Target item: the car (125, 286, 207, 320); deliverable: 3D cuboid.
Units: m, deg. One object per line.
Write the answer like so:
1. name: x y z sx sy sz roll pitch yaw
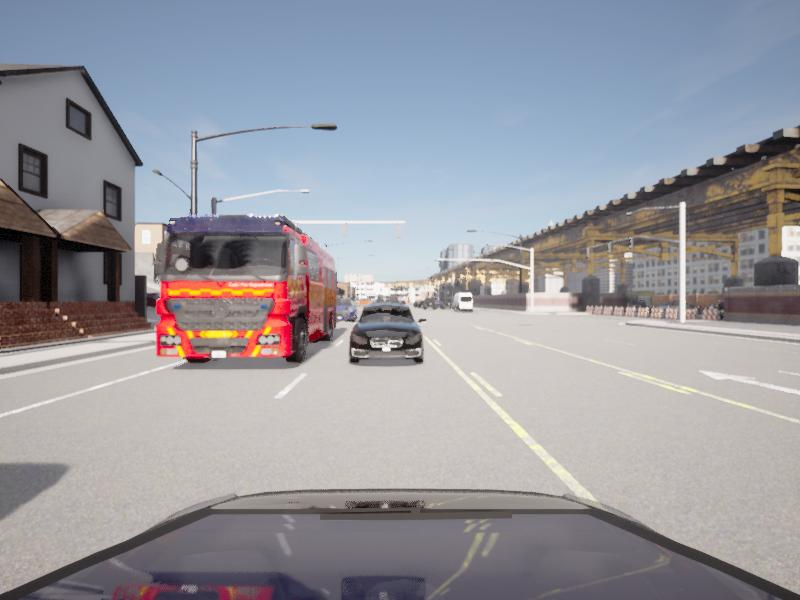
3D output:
1. car: -19.289 0.249 33.182 5.357 1.411 2.033 15 -1 -3

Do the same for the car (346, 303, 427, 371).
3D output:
1. car: -0.381 0.853 11.474 1.837 1.490 4.892 0 0 -2

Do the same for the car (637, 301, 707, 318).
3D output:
1. car: 25.288 0.821 37.369 2.038 1.542 4.974 0 0 -38

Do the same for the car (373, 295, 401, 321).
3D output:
1. car: -1.058 0.594 33.768 2.150 2.045 5.566 0 0 -1

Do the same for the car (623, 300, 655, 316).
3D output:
1. car: 25.138 0.824 41.974 2.038 1.542 4.974 0 0 42

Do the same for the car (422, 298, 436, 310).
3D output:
1. car: 4.912 0.693 67.810 1.905 1.878 3.866 0 0 -2

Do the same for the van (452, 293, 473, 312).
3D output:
1. van: 8.759 0.362 56.501 1.988 2.561 5.915 0 0 -2

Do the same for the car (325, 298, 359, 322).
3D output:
1. car: -4.500 0.723 31.631 2.097 1.767 4.553 0 0 -2

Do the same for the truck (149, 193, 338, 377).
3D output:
1. truck: -3.925 -0.311 12.615 2.891 3.827 8.468 0 0 -2

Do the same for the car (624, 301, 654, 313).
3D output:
1. car: 25.172 0.667 42.013 1.853 1.218 4.536 0 0 42

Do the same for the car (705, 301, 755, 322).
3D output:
1. car: 26.240 0.817 32.028 2.038 1.542 4.974 0 0 27
